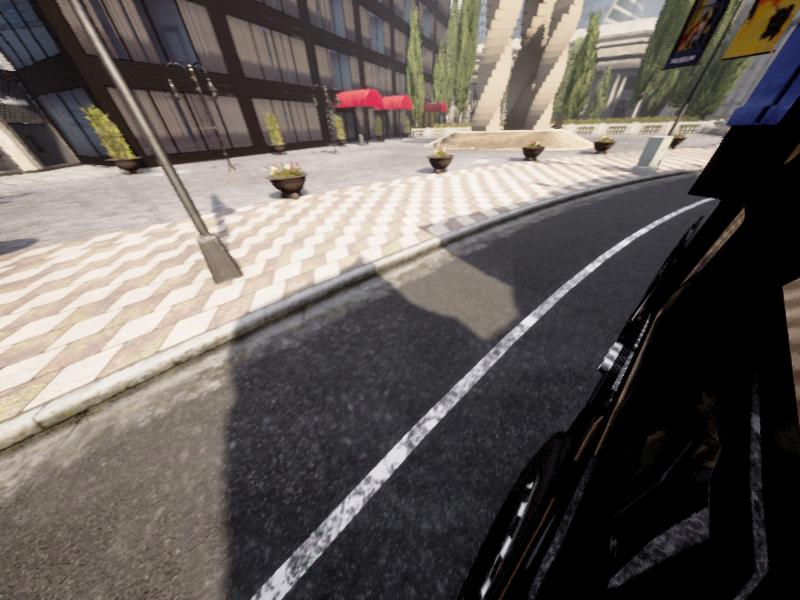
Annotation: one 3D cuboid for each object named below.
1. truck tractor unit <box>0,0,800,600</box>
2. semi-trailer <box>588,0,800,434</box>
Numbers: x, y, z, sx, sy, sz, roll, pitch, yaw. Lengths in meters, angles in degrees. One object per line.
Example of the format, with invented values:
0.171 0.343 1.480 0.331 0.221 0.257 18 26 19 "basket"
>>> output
2.645 -0.295 0.351 6.516 4.208 3.053 -28 44 -30 "truck tractor unit"
9.357 -3.023 3.487 14.254 4.402 2.717 -20 40 -22 "semi-trailer"
